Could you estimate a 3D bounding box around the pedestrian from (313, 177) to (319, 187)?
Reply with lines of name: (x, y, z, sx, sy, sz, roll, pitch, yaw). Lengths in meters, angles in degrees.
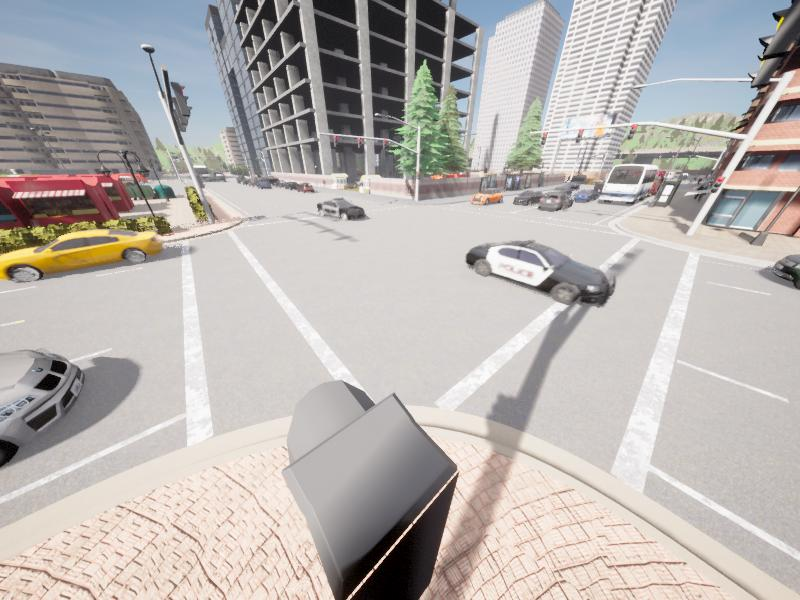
pedestrian: (-17.738, -24.890, 48.800, 0.751, 1.860, 0.751, -23, 37, -34)

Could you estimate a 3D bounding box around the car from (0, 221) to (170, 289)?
car: (-14.067, -2.254, 10.372, 5.008, 1.535, 1.882, -25, 38, -36)

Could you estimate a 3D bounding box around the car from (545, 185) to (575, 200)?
car: (23.266, -15.616, 33.553, 4.892, 1.490, 1.837, -24, 37, -33)

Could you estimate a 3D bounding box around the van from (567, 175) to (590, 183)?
van: (50.317, -34.158, 65.180, 1.775, 1.987, 4.442, -22, 37, -34)

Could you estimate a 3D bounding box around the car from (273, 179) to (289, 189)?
car: (-25.198, -24.615, 48.975, 1.789, 1.549, 3.705, -23, 37, -34)

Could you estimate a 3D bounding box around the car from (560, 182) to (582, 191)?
car: (32.964, -21.869, 44.578, 4.718, 1.301, 1.895, -23, 37, -34)

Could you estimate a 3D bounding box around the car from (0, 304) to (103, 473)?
car: (-7.986, 1.961, 2.938, 4.611, 1.667, 2.242, -22, 37, -34)

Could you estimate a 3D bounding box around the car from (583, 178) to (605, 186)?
car: (48.888, -29.994, 58.420, 1.882, 1.535, 5.008, 5, 30, 9)

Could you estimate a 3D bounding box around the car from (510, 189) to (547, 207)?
car: (15.622, -12.414, 28.014, 4.892, 1.490, 1.837, -23, 37, -34)

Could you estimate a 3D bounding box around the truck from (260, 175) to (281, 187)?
truck: (-30.214, -27.803, 53.953, 2.390, 2.098, 6.274, -23, 37, -34)

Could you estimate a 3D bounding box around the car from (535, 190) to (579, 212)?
car: (17.069, -10.835, 25.097, 4.611, 1.667, 2.242, -22, 37, -34)

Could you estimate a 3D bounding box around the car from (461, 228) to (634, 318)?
car: (5.092, -1.385, 8.820, 2.038, 1.542, 4.974, -24, 37, -35)

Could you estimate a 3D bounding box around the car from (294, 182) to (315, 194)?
car: (-16.556, -19.550, 40.149, 1.851, 1.617, 3.988, -23, 37, -34)

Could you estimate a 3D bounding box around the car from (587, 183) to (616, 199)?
car: (29.977, -16.310, 34.363, 3.866, 1.878, 1.905, -23, 37, -34)

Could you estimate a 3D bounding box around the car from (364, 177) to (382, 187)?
car: (-5.875, -25.875, 50.553, 1.905, 1.878, 3.866, -23, 37, -34)

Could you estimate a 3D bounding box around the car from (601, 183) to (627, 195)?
car: (36.103, -18.722, 38.890, 5.366, 1.575, 1.801, -23, 37, -34)

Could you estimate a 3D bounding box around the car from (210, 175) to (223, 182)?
car: (-58.306, -38.527, 73.287, 2.152, 1.651, 5.027, -24, 37, -35)

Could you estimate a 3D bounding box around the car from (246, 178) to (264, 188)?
car: (-32.368, -26.160, 51.584, 2.152, 1.651, 5.027, -23, 37, -34)

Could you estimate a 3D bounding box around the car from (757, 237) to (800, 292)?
car: (16.218, -0.903, 7.905, 3.705, 1.549, 1.789, 21, 36, 32)

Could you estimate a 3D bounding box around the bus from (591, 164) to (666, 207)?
bus: (29.081, -14.753, 29.311, 10.273, 4.253, 3.944, -23, 37, -34)

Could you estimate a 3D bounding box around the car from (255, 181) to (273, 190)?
car: (-27.697, -23.301, 46.885, 1.994, 1.385, 4.181, -23, 37, -34)

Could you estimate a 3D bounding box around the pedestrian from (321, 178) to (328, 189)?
pedestrian: (-14.765, -22.912, 45.368, 0.751, 1.860, 0.751, 26, 39, 38)

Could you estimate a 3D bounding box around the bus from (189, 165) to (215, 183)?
bus: (-58.471, -37.315, 68.267, 3.944, 4.253, 10.273, -23, 37, -35)

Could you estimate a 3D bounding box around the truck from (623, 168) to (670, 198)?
truck: (38.913, -18.603, 36.395, 8.468, 3.827, 2.891, -23, 37, -34)

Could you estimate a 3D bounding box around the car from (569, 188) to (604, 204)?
car: (24.825, -13.937, 30.752, 5.357, 1.411, 2.033, -23, 37, -34)

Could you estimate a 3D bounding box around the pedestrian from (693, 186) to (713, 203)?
pedestrian: (36.331, -12.668, 27.733, 0.751, 1.860, 0.751, -23, 37, -34)

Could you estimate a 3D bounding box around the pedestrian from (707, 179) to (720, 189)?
pedestrian: (64.221, -23.809, 47.336, 0.751, 1.860, 0.751, 23, 37, 34)

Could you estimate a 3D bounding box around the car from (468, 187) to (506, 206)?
car: (10.696, -12.768, 28.325, 4.553, 1.767, 2.097, -23, 37, -34)

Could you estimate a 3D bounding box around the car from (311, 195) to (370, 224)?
car: (-5.259, -8.078, 20.302, 5.238, 1.638, 1.930, 22, 37, 32)

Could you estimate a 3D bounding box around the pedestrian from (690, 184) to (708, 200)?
pedestrian: (39.846, -14.423, 30.773, 0.751, 1.860, 0.751, -25, 38, -36)

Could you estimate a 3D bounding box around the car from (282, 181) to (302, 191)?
car: (-20.828, -22.030, 44.514, 1.882, 1.535, 5.008, -23, 37, -34)

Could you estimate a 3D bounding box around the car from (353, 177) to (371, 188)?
car: (-8.128, -24.929, 48.916, 1.905, 1.878, 3.866, -23, 37, -34)
